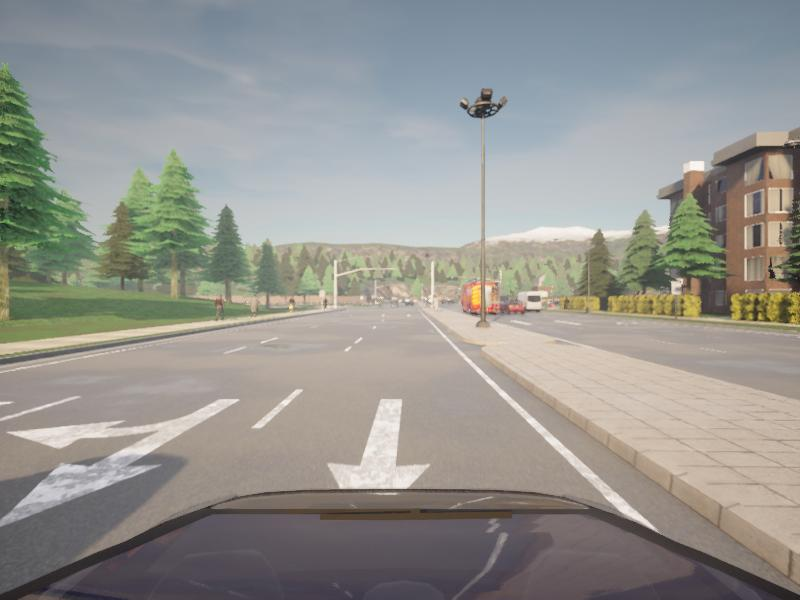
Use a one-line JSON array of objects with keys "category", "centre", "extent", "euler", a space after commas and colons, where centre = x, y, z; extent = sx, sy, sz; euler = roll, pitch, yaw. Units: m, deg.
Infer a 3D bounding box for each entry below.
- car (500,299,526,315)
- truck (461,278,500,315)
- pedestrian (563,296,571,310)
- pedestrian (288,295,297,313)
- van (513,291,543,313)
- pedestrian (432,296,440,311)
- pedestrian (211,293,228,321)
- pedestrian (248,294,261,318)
[{"category": "car", "centre": [12.231, 0.745, 43.521], "extent": [1.851, 1.617, 3.988], "euler": [0, 0, 1]}, {"category": "truck", "centre": [8.782, -0.365, 44.694], "extent": [2.891, 3.827, 8.468], "euler": [0, 0, 1]}, {"category": "pedestrian", "centre": [22.688, 0.431, 54.351], "extent": [0.751, 1.860, 0.751], "euler": [0, 0, -1]}, {"category": "pedestrian", "centre": [-11.282, 0.431, 42.046], "extent": [0.751, 1.860, 0.751], "euler": [0, 0, 1]}, {"category": "van", "centre": [15.901, 0.273, 50.051], "extent": [1.988, 2.561, 5.915], "euler": [0, 0, 1]}, {"category": "pedestrian", "centre": [4.436, 0.436, 49.134], "extent": [0.751, 1.860, 0.751], "euler": [0, 0, -8]}, {"category": "pedestrian", "centre": [-11.776, 0.447, 26.179], "extent": [0.751, 1.860, 0.751], "euler": [0, 0, 3]}, {"category": "pedestrian", "centre": [-11.338, 0.442, 31.169], "extent": [0.751, 1.860, 0.751], "euler": [0, 0, 3]}]
